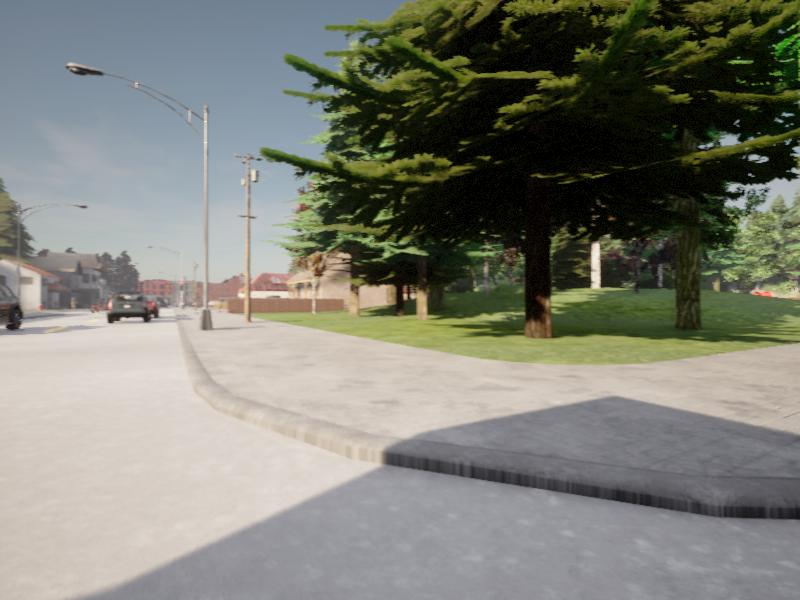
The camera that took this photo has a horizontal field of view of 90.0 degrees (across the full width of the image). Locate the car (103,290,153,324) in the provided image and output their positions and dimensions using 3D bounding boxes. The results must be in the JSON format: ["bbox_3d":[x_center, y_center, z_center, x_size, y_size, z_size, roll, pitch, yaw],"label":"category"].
[{"bbox_3d":[-14.071,0.349,20.924,1.851,1.617,3.988,0,0,-30],"label":"car"}]

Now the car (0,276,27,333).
[{"bbox_3d":[-14.178,0.161,13.055,1.932,1.855,4.605,0,-1,-30],"label":"car"}]

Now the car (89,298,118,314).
[{"bbox_3d":[-29.491,0.555,39.906,1.816,1.474,4.193,0,0,-30],"label":"car"}]

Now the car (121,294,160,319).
[{"bbox_3d":[-17.174,0.431,26.642,2.007,1.525,4.514,0,0,-31],"label":"car"}]
